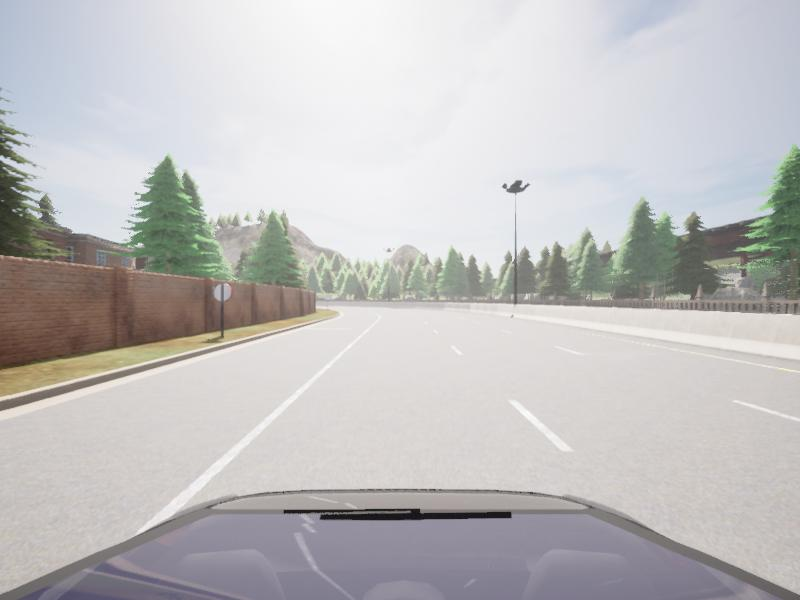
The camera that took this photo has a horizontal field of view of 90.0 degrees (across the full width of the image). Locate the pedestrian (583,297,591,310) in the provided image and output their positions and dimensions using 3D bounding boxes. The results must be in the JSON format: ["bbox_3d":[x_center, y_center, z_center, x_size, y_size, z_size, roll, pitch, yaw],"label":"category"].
[{"bbox_3d":[26.175,0.458,55.994,0.751,1.860,0.751,0,0,-17],"label":"pedestrian"}]
